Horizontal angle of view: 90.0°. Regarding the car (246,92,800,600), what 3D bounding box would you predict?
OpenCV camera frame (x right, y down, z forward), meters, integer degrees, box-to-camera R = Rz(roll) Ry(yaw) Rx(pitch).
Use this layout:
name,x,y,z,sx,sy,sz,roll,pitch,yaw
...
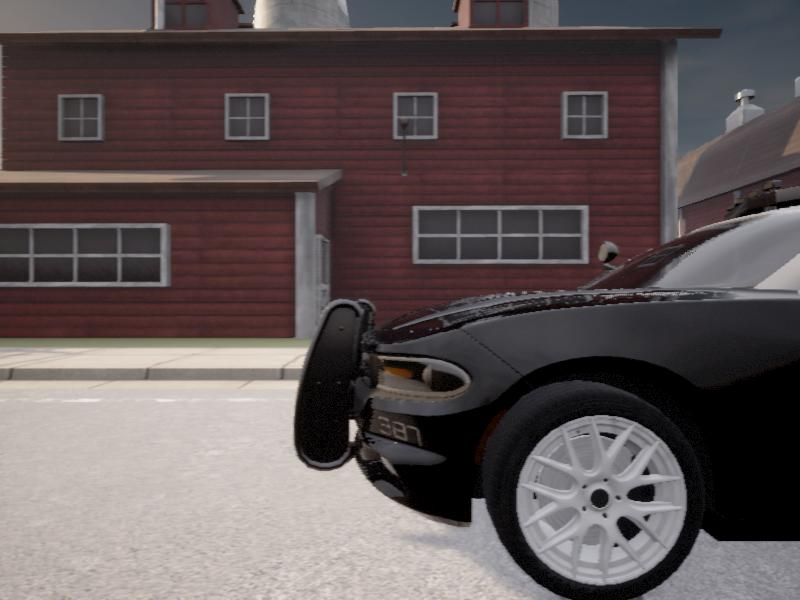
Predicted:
name,x,y,z,sx,sy,sz,roll,pitch,yaw
car,2.145,0.171,2.203,5.238,1.638,1.930,0,0,0
